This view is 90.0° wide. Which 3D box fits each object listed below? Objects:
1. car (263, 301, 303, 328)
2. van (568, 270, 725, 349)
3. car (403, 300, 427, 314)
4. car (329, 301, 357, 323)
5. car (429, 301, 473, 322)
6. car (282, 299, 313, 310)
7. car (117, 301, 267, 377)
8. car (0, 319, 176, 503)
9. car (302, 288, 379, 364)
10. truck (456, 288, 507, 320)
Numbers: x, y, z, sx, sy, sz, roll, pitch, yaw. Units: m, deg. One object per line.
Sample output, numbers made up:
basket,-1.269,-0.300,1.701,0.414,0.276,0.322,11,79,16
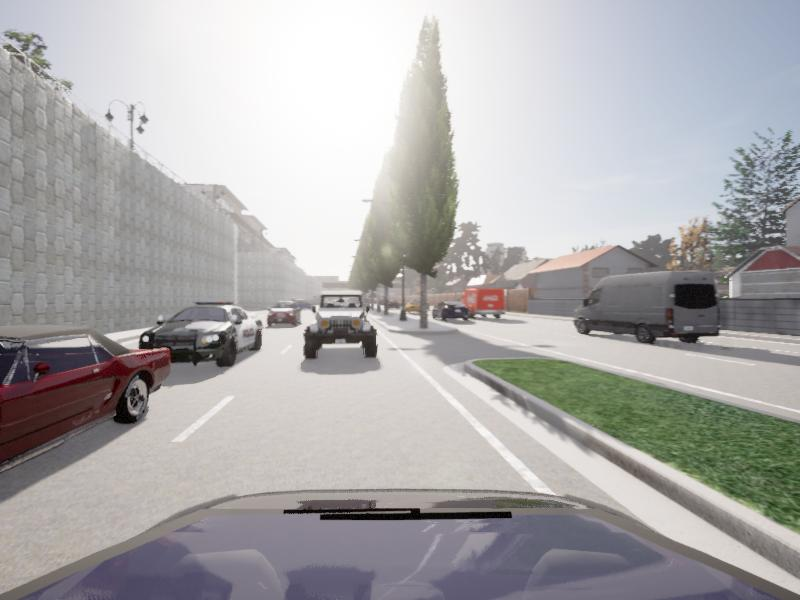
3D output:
car,-7.016,0.798,24.379,1.845,1.501,3.633,0,0,-8
van,9.329,0.295,16.004,1.988,2.561,5.915,0,0,-8
car,1.585,0.740,45.496,1.801,1.575,5.366,0,0,-8
car,-4.136,0.834,28.953,1.812,1.442,4.674,0,0,-8
car,3.738,0.808,30.269,2.163,1.488,4.792,0,0,-8
car,-14.243,0.636,55.752,1.816,1.474,4.193,1,0,28
car,-5.133,0.822,10.809,2.038,1.542,4.974,0,-1,-8
car,-4.158,0.941,3.742,1.895,1.301,4.718,0,0,-6
car,-1.751,0.630,11.953,1.905,1.878,3.866,0,0,-8
truck,6.765,0.310,33.941,2.627,2.467,5.204,0,0,-8
